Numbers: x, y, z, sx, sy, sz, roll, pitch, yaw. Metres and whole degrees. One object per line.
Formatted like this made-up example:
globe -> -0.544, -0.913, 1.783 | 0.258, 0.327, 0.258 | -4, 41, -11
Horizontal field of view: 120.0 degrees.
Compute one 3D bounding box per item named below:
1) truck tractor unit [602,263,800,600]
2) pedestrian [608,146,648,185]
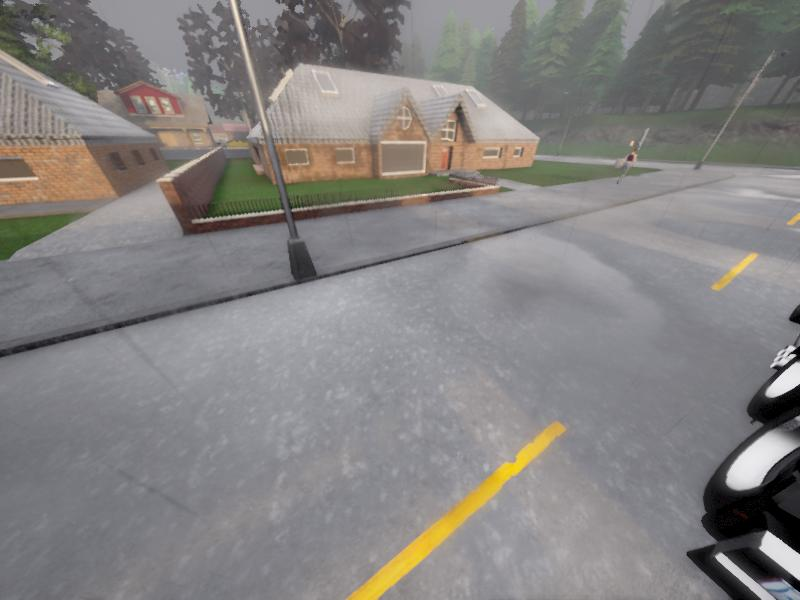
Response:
truck tractor unit -> 5.114, -0.295, 0.795 | 6.516, 4.208, 3.053 | -18, 39, -24
pedestrian -> 13.158, -7.787, 13.396 | 0.751, 1.860, 0.751 | -15, 38, -20
